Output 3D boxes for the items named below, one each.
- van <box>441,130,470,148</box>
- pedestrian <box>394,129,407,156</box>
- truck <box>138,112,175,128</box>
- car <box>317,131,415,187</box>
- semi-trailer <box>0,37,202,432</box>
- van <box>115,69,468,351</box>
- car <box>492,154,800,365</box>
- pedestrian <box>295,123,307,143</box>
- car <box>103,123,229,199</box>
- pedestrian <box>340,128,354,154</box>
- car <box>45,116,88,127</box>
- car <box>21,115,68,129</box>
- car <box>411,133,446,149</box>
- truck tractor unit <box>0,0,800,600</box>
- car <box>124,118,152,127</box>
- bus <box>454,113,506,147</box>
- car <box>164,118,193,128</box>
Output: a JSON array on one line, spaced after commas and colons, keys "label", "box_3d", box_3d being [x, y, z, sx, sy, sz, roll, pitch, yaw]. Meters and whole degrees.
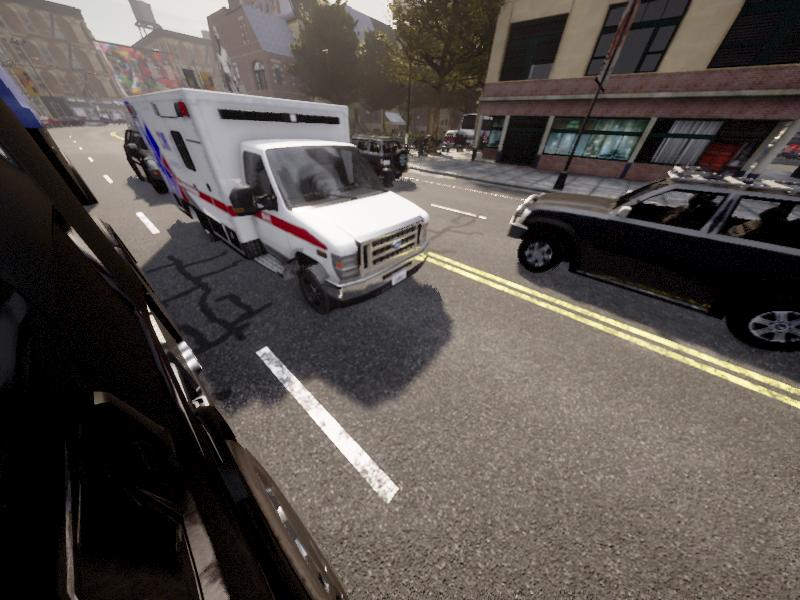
[{"label": "van", "box_3d": [8.572, -24.688, 35.395, 2.069, 2.038, 4.480, 28, 44, 30]}, {"label": "pedestrian", "box_3d": [0.005, -13.287, 19.503, 0.751, 1.860, 0.751, 21, 41, 23]}, {"label": "truck", "box_3d": [-51.598, -38.241, 49.101, 2.627, 2.467, 5.204, -5, 38, -10]}, {"label": "car", "box_3d": [-1.768, -7.113, 11.445, 4.605, 1.855, 1.932, 28, 44, 30]}, {"label": "semi-trailer", "box_3d": [-8.742, -3.585, 4.169, 14.254, 4.402, 2.717, 28, 43, 29]}, {"label": "van", "box_3d": [-2.412, -2.184, 4.381, 6.366, 2.431, 2.351, 28, 44, 30]}, {"label": "car", "box_3d": [4.356, -1.056, 3.780, 4.605, 1.855, 1.932, 29, 44, 31]}, {"label": "pedestrian", "box_3d": [-11.860, -20.053, 27.729, 0.751, 1.860, 0.751, 12, 38, 12]}, {"label": "car", "box_3d": [-8.821, -5.415, 8.717, 4.605, 1.855, 1.932, 28, 44, 30]}, {"label": "pedestrian", "box_3d": [-4.798, -14.495, 21.048, 0.751, 1.860, 0.751, 27, 43, 29]}, {"label": "car", "box_3d": [-54.230, -29.067, 37.683, 1.895, 1.301, 4.718, -11, 39, -17]}, {"label": "car", "box_3d": [-51.569, -25.994, 33.643, 2.002, 1.452, 4.674, -18, 41, -25]}, {"label": "car", "box_3d": [3.907, -21.313, 30.925, 1.930, 1.638, 5.238, 28, 44, 29]}, {"label": "truck tractor unit", "box_3d": [-2.645, -0.295, 0.352, 6.516, 4.208, 3.053, 28, 44, 30]}, {"label": "car", "box_3d": [-55.007, -37.358, 48.601, 1.970, 1.475, 3.806, -5, 38, -10]}, {"label": "bus", "box_3d": [14.086, -29.456, 40.266, 3.944, 4.253, 10.273, 28, 44, 30]}, {"label": "car", "box_3d": [-48.278, -38.615, 50.513, 1.930, 1.638, 5.238, -2, 37, -7]}]
